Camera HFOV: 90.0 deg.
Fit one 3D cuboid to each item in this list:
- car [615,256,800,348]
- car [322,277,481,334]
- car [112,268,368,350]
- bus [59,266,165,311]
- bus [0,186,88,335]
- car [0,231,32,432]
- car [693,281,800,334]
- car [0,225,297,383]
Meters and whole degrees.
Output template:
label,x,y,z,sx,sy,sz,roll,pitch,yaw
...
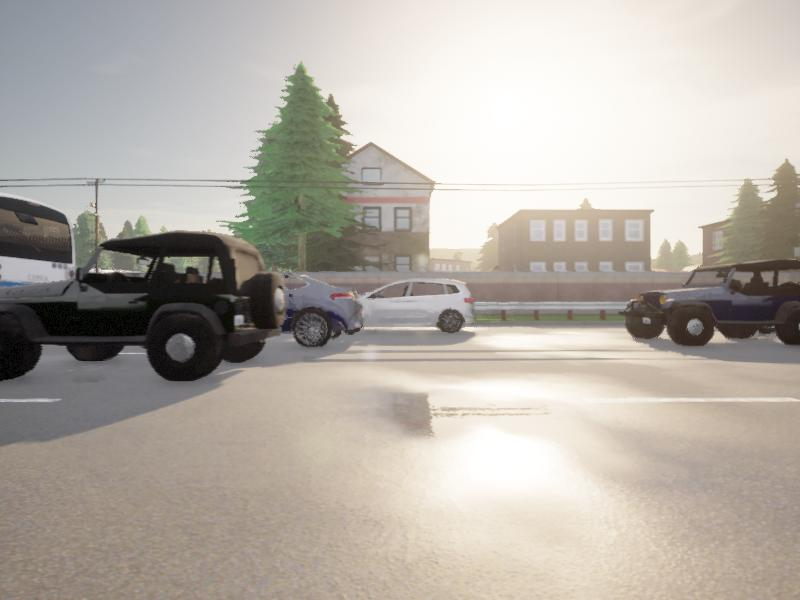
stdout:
label,x,y,z,sx,sy,sz,roll,pitch,yaw
car,7.393,0.038,9.191,3.866,1.878,1.905,0,0,0
car,0.045,0.158,12.700,4.611,1.667,2.242,0,0,0
car,-3.347,0.185,9.235,5.027,1.651,2.152,0,0,0
bus,-30.345,-1.092,43.118,3.944,4.253,10.273,0,0,0
bus,-16.535,-1.111,12.569,10.273,4.253,3.944,0,0,-1
car,-5.462,0.243,2.205,4.902,1.511,2.128,0,0,0
car,12.275,0.210,12.685,4.514,1.525,2.007,0,0,0
car,-3.641,0.052,5.705,3.866,1.878,1.905,0,0,0
